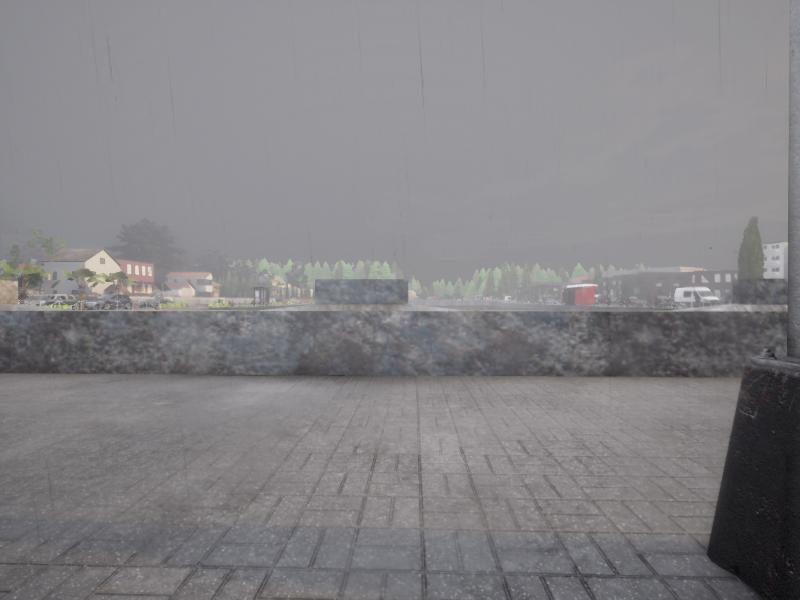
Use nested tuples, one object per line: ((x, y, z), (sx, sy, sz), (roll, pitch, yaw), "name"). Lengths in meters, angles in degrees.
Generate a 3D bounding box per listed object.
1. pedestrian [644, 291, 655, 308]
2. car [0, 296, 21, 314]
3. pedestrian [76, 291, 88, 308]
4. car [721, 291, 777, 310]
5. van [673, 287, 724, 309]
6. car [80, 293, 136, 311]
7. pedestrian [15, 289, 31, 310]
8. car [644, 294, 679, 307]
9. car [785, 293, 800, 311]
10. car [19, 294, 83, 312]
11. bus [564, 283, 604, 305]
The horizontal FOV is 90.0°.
((28.646, -0.053, 45.901), (0.751, 1.860, 0.751), (0, 0, 4), "pedestrian")
((-29.630, 0.344, 27.856), (1.895, 1.301, 4.718), (0, 0, 2), "car")
((-34.311, -0.067, 43.175), (0.751, 1.860, 0.751), (0, 0, -1), "pedestrian")
((36.603, 0.052, 42.120), (1.932, 1.855, 4.605), (0, 0, 2), "car")
((36.850, -0.278, 49.652), (1.988, 2.561, 5.915), (0, 0, 2), "van")
((-29.211, 0.178, 40.270), (2.033, 1.649, 4.856), (0, 0, 2), "car")
((-34.445, -0.067, 36.562), (0.751, 1.860, 0.751), (0, 0, 1), "pedestrian")
((37.100, 0.094, 56.978), (2.097, 1.767, 4.553), (0, 0, 2), "car")
((36.340, 0.201, 34.239), (1.801, 1.575, 5.366), (0, 0, 2), "car")
((-29.422, 0.253, 33.891), (1.970, 1.475, 3.806), (0, 0, 2), "car")
((38.101, -1.139, 83.307), (3.944, 4.253, 10.273), (0, 0, 2), "bus")
